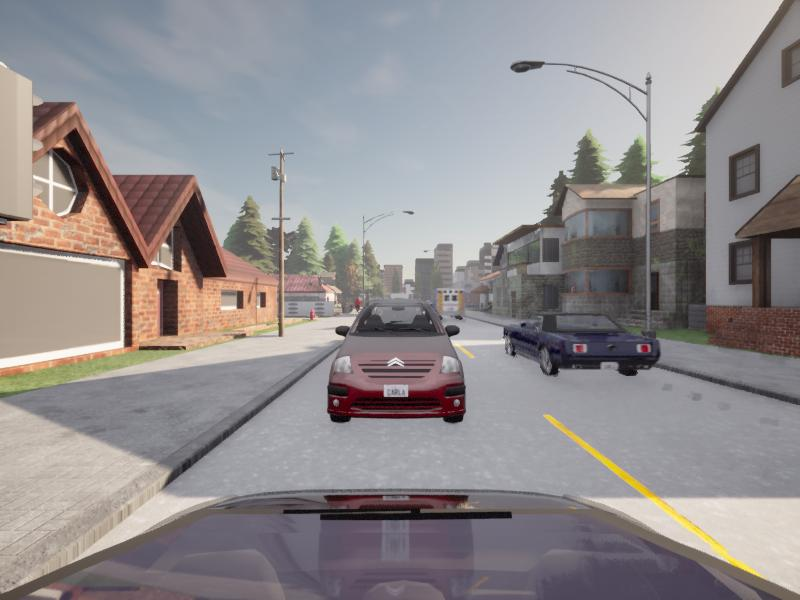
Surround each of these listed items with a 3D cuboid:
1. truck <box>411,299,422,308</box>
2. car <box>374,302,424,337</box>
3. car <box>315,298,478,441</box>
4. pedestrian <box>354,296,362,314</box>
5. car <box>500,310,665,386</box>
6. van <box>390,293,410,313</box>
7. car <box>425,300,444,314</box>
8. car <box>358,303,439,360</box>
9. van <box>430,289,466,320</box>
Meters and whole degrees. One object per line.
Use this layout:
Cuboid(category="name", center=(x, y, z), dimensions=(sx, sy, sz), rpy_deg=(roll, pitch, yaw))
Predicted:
Cuboid(category="truck", center=(3.992, 0.759, 95.326), dimensions=(2.390, 2.098, 6.274), rpy_deg=(0, 0, 0))
Cuboid(category="car", center=(-0.034, 0.851, 19.556), dimensions=(2.163, 1.488, 4.792), rpy_deg=(0, 0, 0))
Cuboid(category="car", center=(-0.037, 0.788, 6.527), dimensions=(1.851, 1.617, 3.988), rpy_deg=(0, 0, 0))
Cuboid(category="pedestrian", center=(-4.598, 0.533, 43.633), dimensions=(0.751, 1.860, 0.751), rpy_deg=(0, 0, 3))
Cuboid(category="car", center=(3.952, 0.944, 9.740), dimensions=(1.895, 1.301, 4.718), rpy_deg=(0, 0, 0))
Cuboid(category="van", center=(-0.025, 0.378, 50.346), dimensions=(2.351, 2.431, 6.366), rpy_deg=(0, 0, 0))
Cuboid(category="car", center=(3.974, 0.823, 46.985), dimensions=(1.882, 1.535, 5.008), rpy_deg=(0, 0, 0))
Cuboid(category="car", center=(-0.035, 0.851, 13.090), dimensions=(2.163, 1.488, 4.792), rpy_deg=(0, 0, 0))
Cuboid(category="van", center=(3.973, 0.379, 34.238), dimensions=(2.351, 2.431, 6.366), rpy_deg=(0, 0, 0))
